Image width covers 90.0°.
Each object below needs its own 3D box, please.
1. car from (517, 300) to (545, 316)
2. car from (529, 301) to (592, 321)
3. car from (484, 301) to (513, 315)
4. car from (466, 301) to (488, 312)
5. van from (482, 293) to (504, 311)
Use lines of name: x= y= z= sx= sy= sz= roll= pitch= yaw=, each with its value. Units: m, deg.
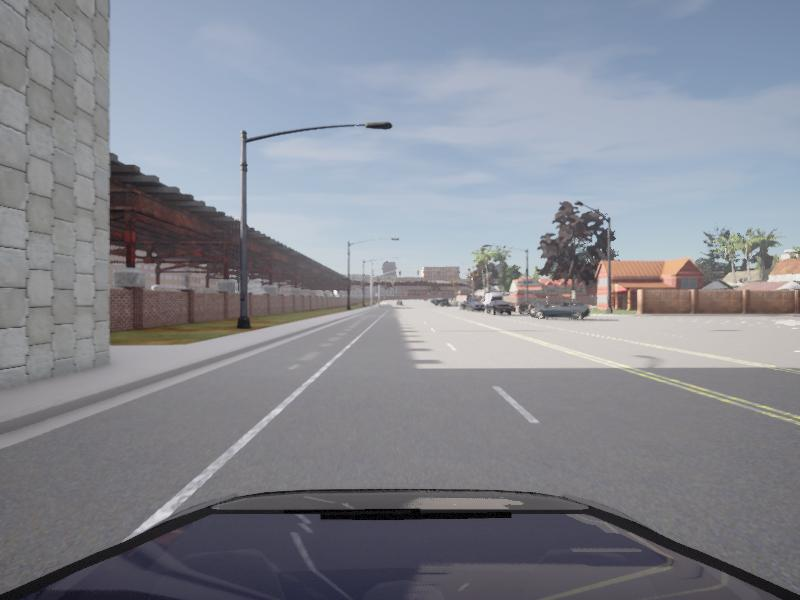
car: x=14.069 y=0.827 z=43.154 sx=1.789 sy=1.549 sz=3.705 roll=0 pitch=0 yaw=-2
car: x=12.910 y=0.836 z=32.218 sx=4.514 sy=1.525 sz=2.007 roll=0 pitch=0 yaw=30
car: x=10.492 y=0.851 z=42.856 sx=1.837 sy=1.490 sz=4.892 roll=0 pitch=-1 yaw=-1
car: x=10.443 y=0.908 z=54.715 sx=2.033 sy=1.411 sz=5.357 roll=0 pitch=0 yaw=0
van: x=13.943 y=0.337 z=60.139 sx=1.988 sy=2.561 sz=5.915 roll=0 pitch=0 yaw=0
